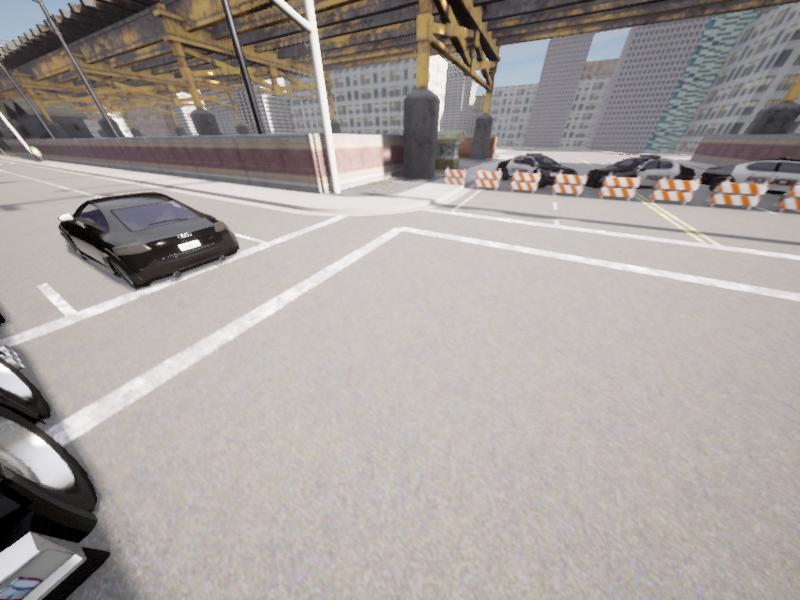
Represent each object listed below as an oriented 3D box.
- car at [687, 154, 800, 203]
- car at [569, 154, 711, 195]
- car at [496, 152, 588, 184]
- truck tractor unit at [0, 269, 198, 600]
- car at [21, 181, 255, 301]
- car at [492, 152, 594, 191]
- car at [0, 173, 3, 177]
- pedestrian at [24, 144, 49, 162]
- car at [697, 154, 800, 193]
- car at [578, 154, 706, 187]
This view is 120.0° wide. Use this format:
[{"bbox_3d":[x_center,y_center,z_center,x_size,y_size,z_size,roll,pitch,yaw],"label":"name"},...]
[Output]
[{"bbox_3d":[17.137,-5.459,10.304,2.038,1.542,4.974,-20,39,-26],"label":"car"},{"bbox_3d":[12.066,-6.537,11.899,4.974,1.542,2.038,-4,35,-6],"label":"car"},{"bbox_3d":[8.020,-7.955,13.696,1.853,1.218,4.536,-10,36,-14],"label":"car"},{"bbox_3d":[-5.122,-0.290,0.765,6.516,4.208,3.053,18,39,24],"label":"truck tractor unit"},{"bbox_3d":[-5.747,-1.619,5.184,4.181,1.385,1.994,17,39,24],"label":"car"},{"bbox_3d":[8.036,-7.797,13.745,2.038,1.542,4.974,-10,36,-14],"label":"car"},{"bbox_3d":[-33.622,-10.413,18.005,4.674,1.442,1.812,17,39,24],"label":"car"},{"bbox_3d":[-45.546,-18.444,28.979,0.751,1.860,0.751,13,37,19],"label":"pedestrian"},{"bbox_3d":[17.109,-5.614,10.250,1.853,1.218,4.536,-20,39,-26],"label":"car"},{"bbox_3d":[12.117,-6.671,11.814,4.536,1.218,1.853,-4,35,-6],"label":"car"}]
